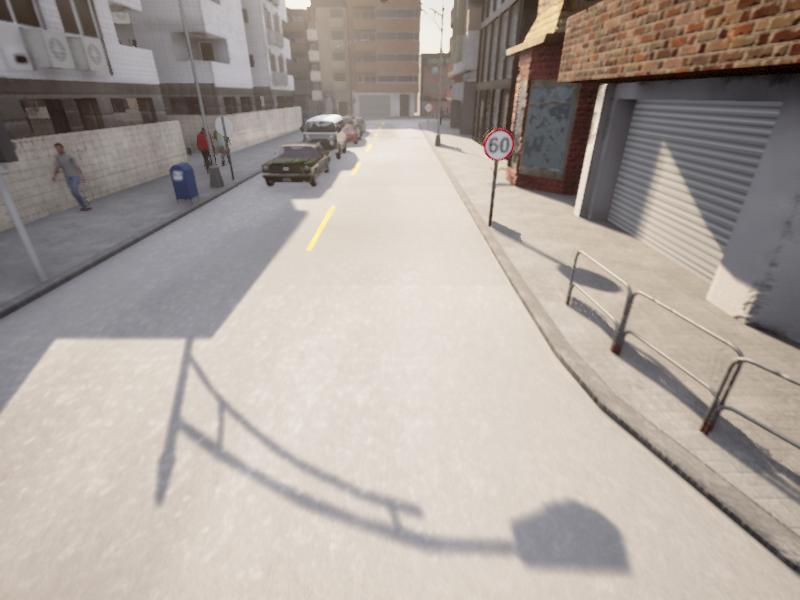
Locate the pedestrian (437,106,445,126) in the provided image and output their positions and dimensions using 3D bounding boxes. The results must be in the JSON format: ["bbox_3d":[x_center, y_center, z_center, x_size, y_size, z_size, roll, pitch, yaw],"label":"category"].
[{"bbox_3d":[4.349,-19.449,42.243,0.751,1.860,0.751,3,27,6],"label":"pedestrian"}]

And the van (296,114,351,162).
[{"bbox_3d":[-3.983,-8.896,21.735,2.069,2.038,4.480,0,27,0],"label":"van"}]

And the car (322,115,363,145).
[{"bbox_3d":[-3.969,-12.166,28.514,2.242,1.667,4.611,0,27,0],"label":"car"}]

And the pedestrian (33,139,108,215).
[{"bbox_3d":[-8.731,-3.278,10.689,0.751,1.860,0.751,0,27,0],"label":"pedestrian"}]

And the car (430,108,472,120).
[{"bbox_3d":[7.104,-26.088,55.983,5.357,1.411,2.033,-4,27,-7],"label":"car"}]

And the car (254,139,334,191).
[{"bbox_3d":[-3.986,-5.515,15.961,1.895,1.301,4.718,0,27,0],"label":"car"}]

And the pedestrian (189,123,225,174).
[{"bbox_3d":[-7.857,-6.188,16.364,0.751,1.860,0.751,-2,27,-4],"label":"pedestrian"}]

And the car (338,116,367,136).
[{"bbox_3d":[-4.000,-15.026,34.500,1.895,1.301,4.718,0,27,0],"label":"car"}]

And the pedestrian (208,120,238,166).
[{"bbox_3d":[-8.079,-7.197,18.329,0.751,1.860,0.751,-2,27,-5],"label":"pedestrian"}]
